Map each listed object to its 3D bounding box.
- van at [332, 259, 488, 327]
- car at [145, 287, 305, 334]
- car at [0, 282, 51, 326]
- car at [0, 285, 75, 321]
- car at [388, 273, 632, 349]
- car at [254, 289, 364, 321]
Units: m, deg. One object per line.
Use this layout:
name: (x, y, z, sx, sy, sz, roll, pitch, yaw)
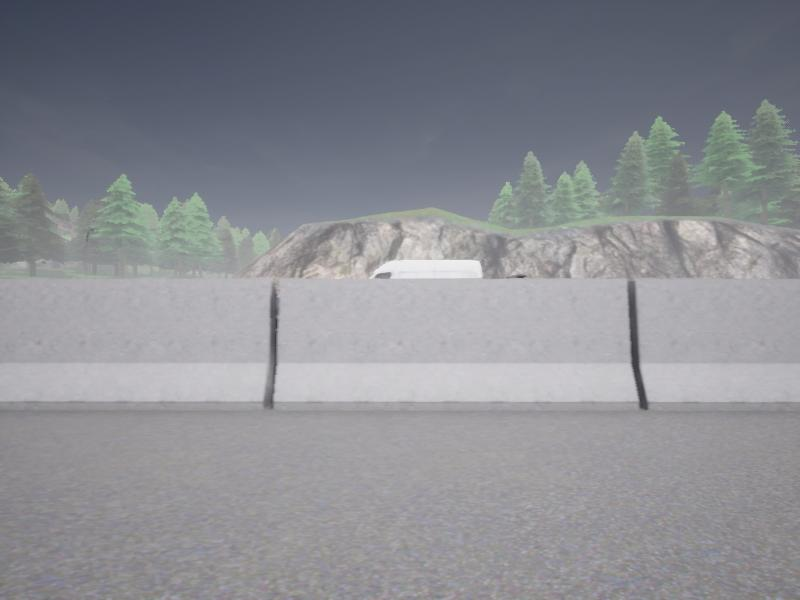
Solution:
van: (0.365, -0.277, 16.206, 5.915, 2.561, 1.988, 0, 0, 0)
car: (-5.359, 0.305, 12.701, 4.181, 1.385, 1.994, 0, 0, 0)
car: (-17.404, 0.150, 16.201, 4.611, 1.667, 2.242, 0, 0, 0)
car: (-19.237, 0.148, 19.699, 4.611, 1.667, 2.242, 0, 0, 0)
car: (2.253, 0.224, 9.200, 4.974, 1.542, 2.038, 0, 0, 0)
car: (-4.334, 0.233, 19.699, 4.902, 1.511, 2.128, 0, 0, 0)
